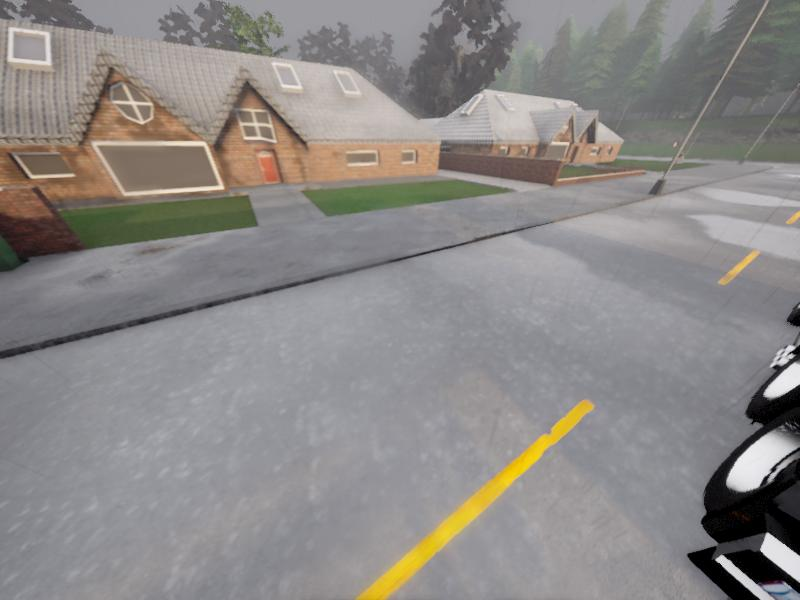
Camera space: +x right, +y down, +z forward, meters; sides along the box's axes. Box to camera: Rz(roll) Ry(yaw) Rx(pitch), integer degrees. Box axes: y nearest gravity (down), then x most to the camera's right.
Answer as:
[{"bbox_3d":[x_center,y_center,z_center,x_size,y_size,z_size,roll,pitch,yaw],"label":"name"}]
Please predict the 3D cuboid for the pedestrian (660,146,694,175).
[{"bbox_3d":[21.380,-10.756,17.868,0.751,1.860,0.751,-17,39,-24],"label":"pedestrian"}]

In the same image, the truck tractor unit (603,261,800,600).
[{"bbox_3d":[5.106,-0.303,0.797,6.516,4.208,3.053,-18,39,-24],"label":"truck tractor unit"}]
